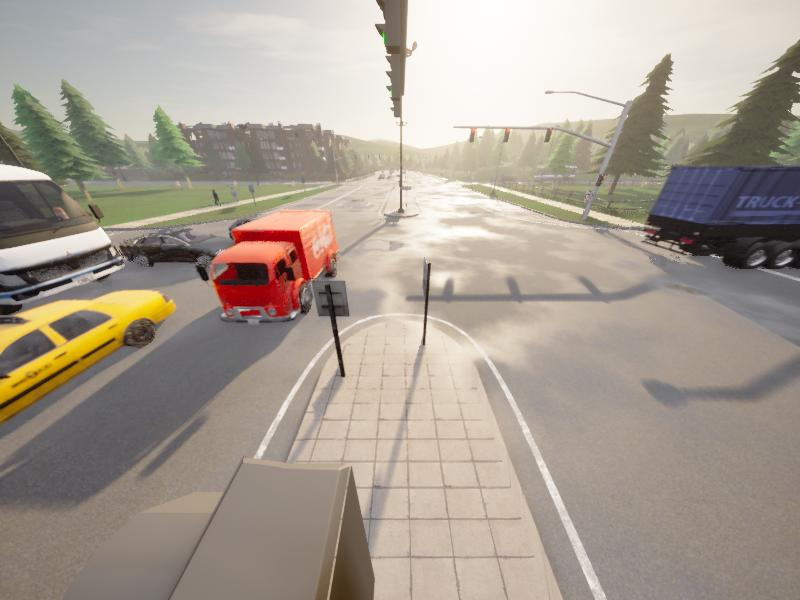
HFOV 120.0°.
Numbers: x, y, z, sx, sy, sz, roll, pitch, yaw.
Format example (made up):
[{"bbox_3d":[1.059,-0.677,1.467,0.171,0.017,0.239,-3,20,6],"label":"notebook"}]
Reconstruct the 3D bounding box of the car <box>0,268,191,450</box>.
[{"bbox_3d":[-7.502,1.137,4.553,1.801,1.575,5.366,0,30,0],"label":"car"}]

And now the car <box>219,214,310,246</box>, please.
[{"bbox_3d":[-8.026,-4.314,14.103,4.193,1.474,1.816,0,30,0],"label":"car"}]

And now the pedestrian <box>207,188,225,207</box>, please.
[{"bbox_3d":[-20.032,-11.150,25.205,0.751,1.860,0.751,3,30,5],"label":"pedestrian"}]

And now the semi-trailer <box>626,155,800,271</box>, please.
[{"bbox_3d":[19.518,-3.888,10.417,14.254,4.402,2.717,0,30,0],"label":"semi-trailer"}]

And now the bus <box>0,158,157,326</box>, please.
[{"bbox_3d":[-15.871,-2.062,7.425,10.273,4.253,3.944,0,30,0],"label":"bus"}]

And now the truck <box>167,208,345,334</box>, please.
[{"bbox_3d":[-3.967,-1.447,8.107,2.627,2.467,5.204,0,31,1],"label":"truck"}]

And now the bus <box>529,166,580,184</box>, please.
[{"bbox_3d":[42.194,-34.394,63.426,10.273,4.253,3.944,0,30,0],"label":"bus"}]

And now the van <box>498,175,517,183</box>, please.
[{"bbox_3d":[31.245,-35.221,67.125,4.442,1.987,1.775,0,30,0],"label":"van"}]

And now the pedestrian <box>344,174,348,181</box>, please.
[{"bbox_3d":[-17.082,-38.831,73.150,0.751,1.860,0.751,-2,30,-3],"label":"pedestrian"}]

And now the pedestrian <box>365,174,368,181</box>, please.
[{"bbox_3d":[-11.140,-40.369,76.118,0.751,1.860,0.751,5,30,8],"label":"pedestrian"}]

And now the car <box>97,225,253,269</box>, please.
[{"bbox_3d":[-10.326,-2.576,11.055,4.902,1.511,2.128,0,30,0],"label":"car"}]

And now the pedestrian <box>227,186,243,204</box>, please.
[{"bbox_3d":[-19.586,-12.428,27.417,0.751,1.860,0.751,2,30,3],"label":"pedestrian"}]
